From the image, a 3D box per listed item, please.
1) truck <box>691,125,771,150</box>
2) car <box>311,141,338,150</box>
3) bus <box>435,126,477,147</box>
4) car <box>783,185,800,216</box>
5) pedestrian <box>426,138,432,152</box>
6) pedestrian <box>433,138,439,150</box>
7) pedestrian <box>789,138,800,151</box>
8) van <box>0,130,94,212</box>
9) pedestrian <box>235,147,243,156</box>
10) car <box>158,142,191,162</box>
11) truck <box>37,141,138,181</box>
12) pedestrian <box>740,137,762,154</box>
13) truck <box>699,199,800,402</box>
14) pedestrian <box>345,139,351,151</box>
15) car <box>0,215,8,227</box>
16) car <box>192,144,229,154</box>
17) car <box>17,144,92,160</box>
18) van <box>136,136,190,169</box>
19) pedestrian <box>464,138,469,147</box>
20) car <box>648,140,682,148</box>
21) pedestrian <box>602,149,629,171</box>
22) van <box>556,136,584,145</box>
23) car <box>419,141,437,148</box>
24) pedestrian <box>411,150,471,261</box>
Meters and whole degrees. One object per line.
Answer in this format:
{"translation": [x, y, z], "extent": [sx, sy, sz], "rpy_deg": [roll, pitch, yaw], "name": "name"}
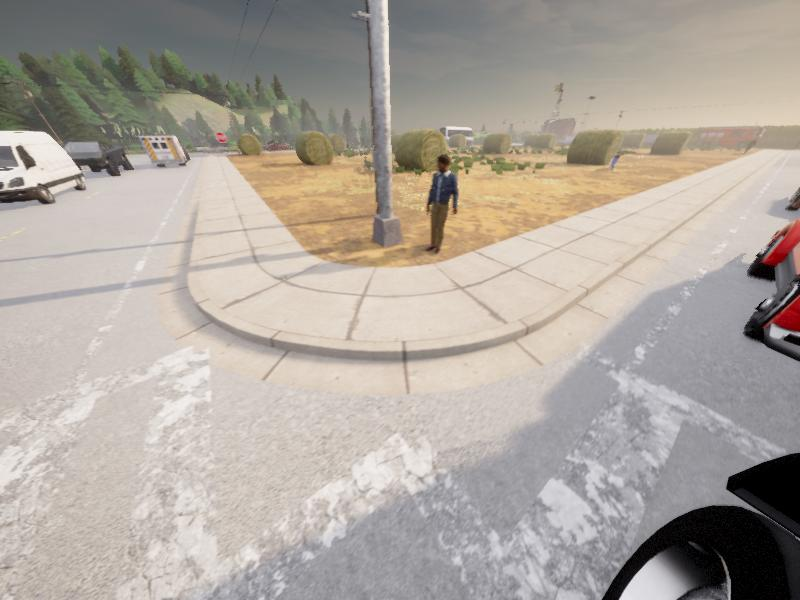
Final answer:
{"translation": [68.591, -33.885, 48.227], "extent": [2.891, 3.827, 8.468], "rpy_deg": [-21, 40, -27], "name": "truck"}
{"translation": [-16.216, -33.213, 49.651], "extent": [4.856, 1.649, 2.033], "rpy_deg": [-19, 39, -25], "name": "car"}
{"translation": [14.848, -42.942, 60.960], "extent": [10.273, 4.253, 3.944], "rpy_deg": [-19, 39, -25], "name": "bus"}
{"translation": [15.685, -3.796, 7.989], "extent": [4.181, 1.385, 1.994], "rpy_deg": [-22, 41, -28], "name": "car"}
{"translation": [4.835, -25.631, 38.265], "extent": [0.751, 1.860, 0.751], "rpy_deg": [5, 36, 8], "name": "pedestrian"}
{"translation": [6.694, -28.971, 42.987], "extent": [0.751, 1.860, 0.751], "rpy_deg": [12, 37, 17], "name": "pedestrian"}
{"translation": [69.565, -27.220, 40.393], "extent": [0.751, 1.860, 0.751], "rpy_deg": [-21, 40, -26], "name": "pedestrian"}
{"translation": [-16.754, -5.809, 10.078], "extent": [1.988, 2.561, 5.915], "rpy_deg": [-21, 40, -27], "name": "van"}
{"translation": [-22.140, -20.389, 31.707], "extent": [0.500, 1.100, 0.500], "rpy_deg": [-28, 44, -33], "name": "pedestrian"}
{"translation": [-26.954, -17.863, 27.787], "extent": [1.905, 1.878, 3.866], "rpy_deg": [-21, 40, -27], "name": "car"}
{"translation": [-22.327, -10.412, 17.018], "extent": [2.390, 2.098, 6.274], "rpy_deg": [-21, 40, -27], "name": "truck"}
{"translation": [46.969, -20.641, 30.938], "extent": [0.751, 1.860, 0.751], "rpy_deg": [-19, 39, -24], "name": "pedestrian"}
{"translation": [6.570, -0.534, 2.482], "extent": [5.204, 2.467, 2.627], "rpy_deg": [-22, 40, -28], "name": "truck"}
{"translation": [-9.925, -29.555, 43.916], "extent": [0.751, 1.860, 0.751], "rpy_deg": [-14, 37, -19], "name": "pedestrian"}
{"translation": [-12.569, -1.766, 5.334], "extent": [1.994, 1.385, 4.181], "rpy_deg": [-21, 40, -27], "name": "car"}
{"translation": [-33.424, -26.729, 40.856], "extent": [4.718, 1.301, 1.895], "rpy_deg": [-26, 43, -32], "name": "car"}
{"translation": [-46.580, -20.189, 31.363], "extent": [5.238, 1.638, 1.930], "rpy_deg": [-19, 39, -25], "name": "car"}
{"translation": [-22.937, -14.655, 22.751], "extent": [2.351, 2.431, 6.366], "rpy_deg": [-21, 40, -27], "name": "van"}
{"translation": [16.196, -38.439, 56.345], "extent": [0.751, 1.860, 0.751], "rpy_deg": [-12, 37, -16], "name": "pedestrian"}
{"translation": [63.305, -37.419, 55.303], "extent": [2.163, 1.488, 4.792], "rpy_deg": [-21, 40, -27], "name": "car"}
{"translation": [15.525, -10.072, 16.640], "extent": [0.751, 1.300, 0.751], "rpy_deg": [-17, 39, -22], "name": "pedestrian"}
{"translation": [53.185, -50.115, 72.532], "extent": [2.351, 2.431, 6.366], "rpy_deg": [-20, 40, -26], "name": "van"}
{"translation": [6.928, -38.938, 57.752], "extent": [4.193, 1.474, 1.816], "rpy_deg": [-19, 39, -25], "name": "car"}
{"translation": [0.762, -1.861, 4.614], "extent": [0.751, 1.860, 0.751], "rpy_deg": [23, 41, 29], "name": "pedestrian"}
